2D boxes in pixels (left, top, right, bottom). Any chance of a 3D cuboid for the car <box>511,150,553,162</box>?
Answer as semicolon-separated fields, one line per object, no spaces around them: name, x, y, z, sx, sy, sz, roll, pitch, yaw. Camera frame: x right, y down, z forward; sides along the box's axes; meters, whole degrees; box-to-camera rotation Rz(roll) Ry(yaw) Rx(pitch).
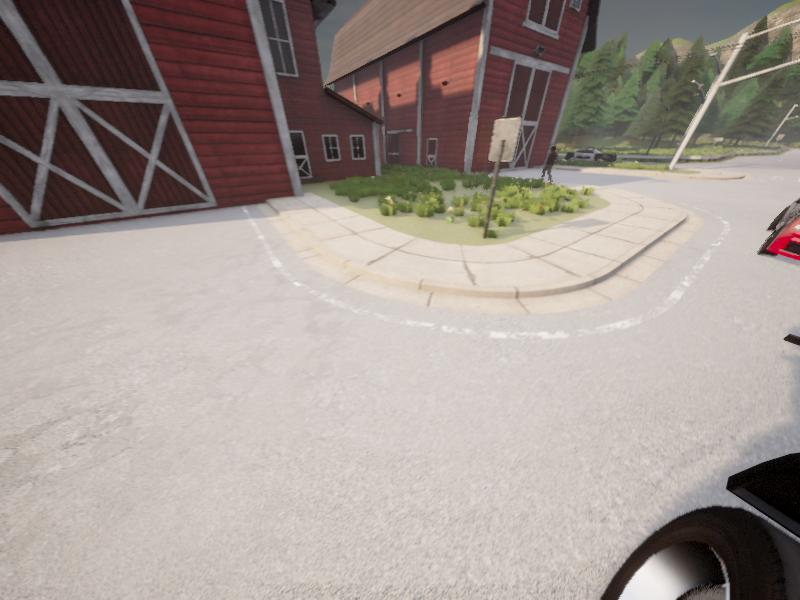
car;18.769;-20.658;33.006;1.895;1.301;4.718;-22;39;-27

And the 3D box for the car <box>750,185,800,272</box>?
car;10.494;-1.821;5.115;4.611;1.667;2.242;-22;40;-28

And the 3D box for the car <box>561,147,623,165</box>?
car;22.909;-17.426;27.851;1.930;1.638;5.238;-22;39;-27

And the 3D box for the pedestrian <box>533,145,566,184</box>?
pedestrian;8.428;-7.663;13.061;0.751;1.860;0.751;-10;35;-14
